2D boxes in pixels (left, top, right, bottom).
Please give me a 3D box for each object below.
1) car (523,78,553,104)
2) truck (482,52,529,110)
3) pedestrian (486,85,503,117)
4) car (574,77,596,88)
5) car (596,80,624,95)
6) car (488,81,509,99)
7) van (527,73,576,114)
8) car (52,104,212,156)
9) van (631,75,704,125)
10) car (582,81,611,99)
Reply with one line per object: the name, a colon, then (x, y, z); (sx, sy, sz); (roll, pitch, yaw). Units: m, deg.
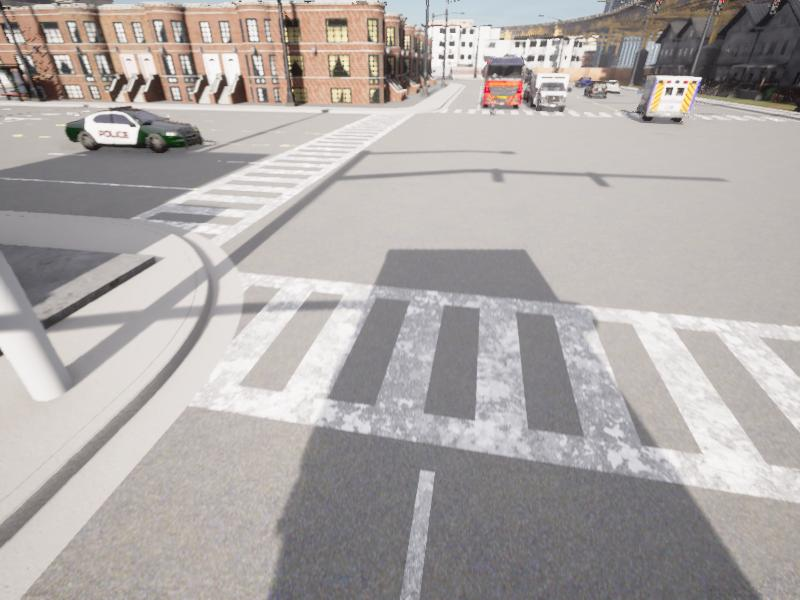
car: (12.970, -19.832, 37.869); (1.932, 1.855, 4.605); (6, 32, 9)
truck: (8.629, -18.513, 33.685); (2.891, 3.827, 8.468); (5, 31, 9)
pedestrian: (6.289, -13.300, 26.700); (0.751, 1.860, 0.751); (3, 31, 5)
car: (28.729, -33.855, 62.242); (1.812, 1.442, 4.674); (4, 31, 6)
car: (26.201, -26.695, 50.111); (1.970, 1.475, 3.806); (5, 31, 9)
car: (10.349, -22.287, 42.407); (1.837, 1.490, 4.892); (5, 31, 9)
van: (11.611, -16.224, 31.196); (2.351, 2.431, 6.366); (6, 31, 9)
car: (-10.586, -6.891, 16.063); (4.974, 1.542, 2.038); (5, 31, 9)
van: (17.106, -13.189, 26.079); (2.351, 2.431, 6.366); (11, 32, 17)
car: (21.224, -22.830, 43.347); (1.789, 1.549, 3.705); (5, 31, 9)
